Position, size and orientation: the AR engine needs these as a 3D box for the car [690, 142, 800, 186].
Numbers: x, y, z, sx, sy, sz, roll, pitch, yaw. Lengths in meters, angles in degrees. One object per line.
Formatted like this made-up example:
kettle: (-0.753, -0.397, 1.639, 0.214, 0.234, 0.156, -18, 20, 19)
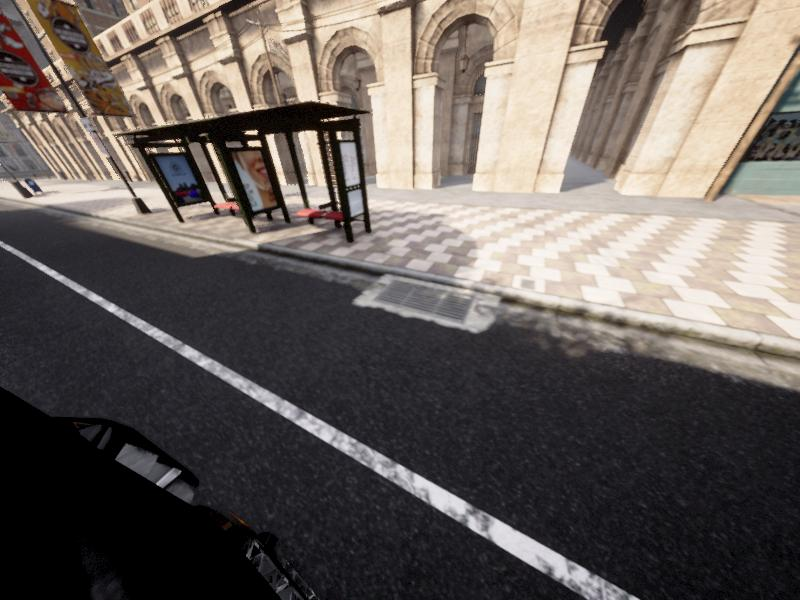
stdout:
car: (17.087, -6.004, 10.162, 4.786, 1.482, 2.161, 14, 37, 23)
